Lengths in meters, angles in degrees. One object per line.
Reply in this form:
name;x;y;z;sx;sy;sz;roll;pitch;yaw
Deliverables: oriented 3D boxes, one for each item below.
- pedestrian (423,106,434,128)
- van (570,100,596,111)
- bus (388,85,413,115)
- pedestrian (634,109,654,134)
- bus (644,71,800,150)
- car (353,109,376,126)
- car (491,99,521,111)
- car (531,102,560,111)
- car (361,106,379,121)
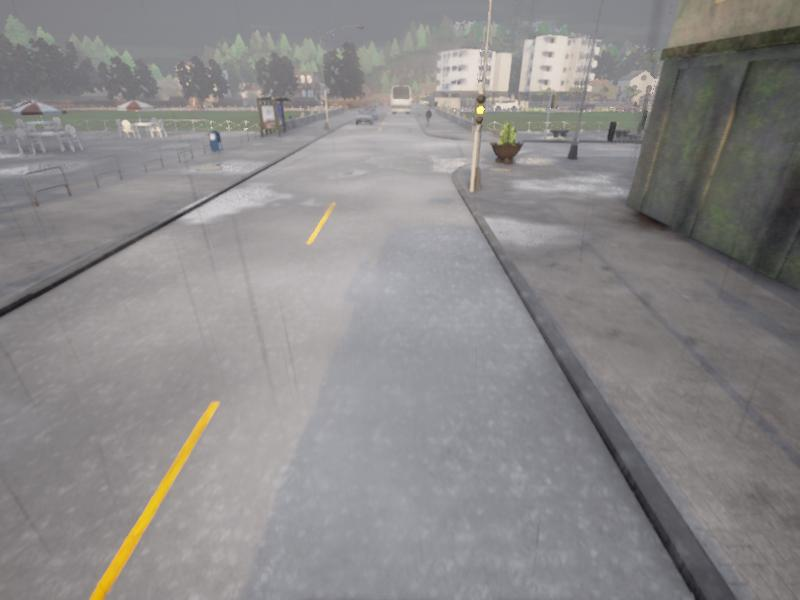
pedestrian;2.723;-17.475;38.218;0.751;1.860;0.751;9;29;17
van;38.742;-41.190;84.650;4.442;1.987;1.775;0;27;0
bus;0.080;-34.169;68.277;3.944;4.253;10.273;0;27;0
pedestrian;20.377;-14.918;33.426;0.751;1.860;0.751;1;27;1
bus;22.484;-12.136;25.681;10.273;4.253;3.944;0;27;0
car;-3.863;-20.376;44.611;2.033;1.411;5.357;0;27;0
car;22.332;-41.282;84.657;5.566;2.045;2.150;0;27;0
car;30.797;-41.070;84.741;5.238;1.638;1.930;0;27;0
car;-3.854;-24.018;51.535;2.007;1.525;4.514;0;27;0
